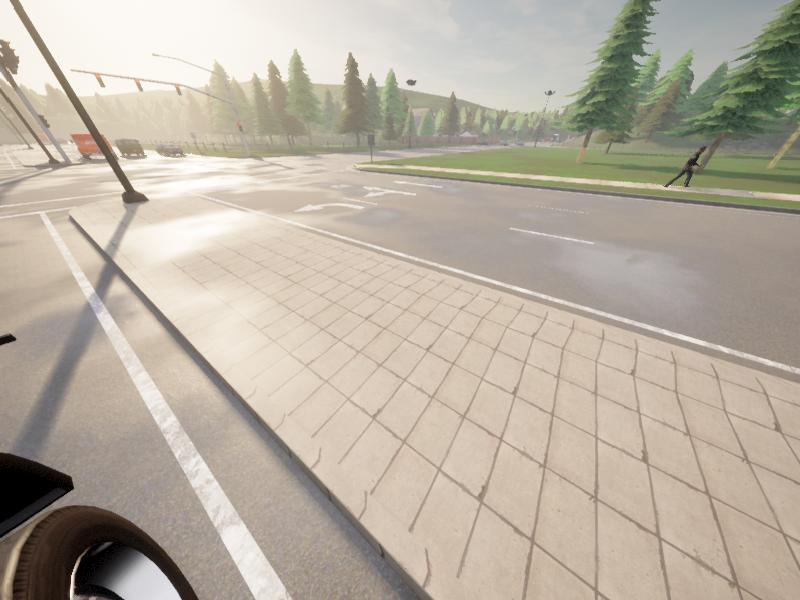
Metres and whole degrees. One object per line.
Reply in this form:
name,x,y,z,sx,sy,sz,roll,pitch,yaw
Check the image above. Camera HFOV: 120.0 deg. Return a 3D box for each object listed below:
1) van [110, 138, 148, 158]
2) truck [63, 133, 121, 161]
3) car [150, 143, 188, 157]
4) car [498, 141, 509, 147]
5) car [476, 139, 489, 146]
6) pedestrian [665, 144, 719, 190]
van,-35.902,-20.194,30.595,4.442,1.987,1.775,22,41,28
truck,-36.133,-18.020,27.098,5.204,2.467,2.627,23,41,27
car,-32.082,-20.860,32.082,5.357,1.411,2.033,22,41,28
car,33.111,-49.889,73.682,1.837,1.490,4.892,23,41,28
car,27.410,-52.466,76.833,2.150,2.045,5.566,23,41,28
pedestrian,14.159,-6.472,11.286,0.751,1.860,0.751,22,41,28
